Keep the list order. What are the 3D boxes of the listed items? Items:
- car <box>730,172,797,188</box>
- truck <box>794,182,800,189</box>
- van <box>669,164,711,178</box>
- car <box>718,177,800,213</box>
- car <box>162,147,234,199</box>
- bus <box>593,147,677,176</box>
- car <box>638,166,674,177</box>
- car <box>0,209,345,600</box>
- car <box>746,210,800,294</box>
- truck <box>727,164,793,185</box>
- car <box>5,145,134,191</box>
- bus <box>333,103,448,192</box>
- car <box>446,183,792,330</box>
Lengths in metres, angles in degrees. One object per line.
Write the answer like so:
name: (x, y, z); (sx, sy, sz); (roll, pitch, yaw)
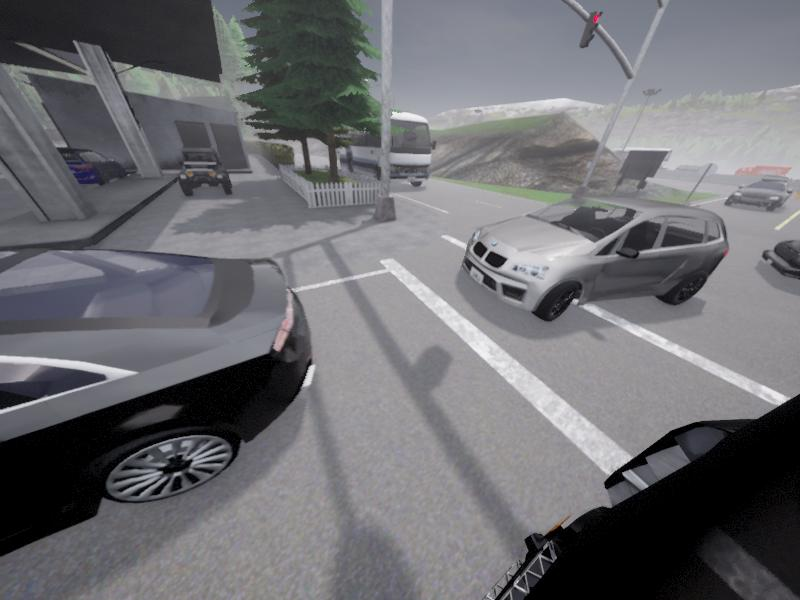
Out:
car: (52.001, -17.299, 33.211); (1.837, 1.490, 4.892); (-16, 37, -26)
truck: (58.700, -15.514, 28.951); (2.891, 3.827, 8.468); (-16, 38, -26)
van: (56.081, -25.077, 44.821); (1.775, 1.987, 4.442); (-16, 38, -26)
car: (22.676, -6.670, 14.452); (4.974, 1.542, 2.038); (-16, 38, -26)
car: (-9.889, -6.548, 11.698); (1.905, 1.878, 3.866); (-16, 38, -26)
bus: (46.360, -27.887, 46.221); (3.944, 4.253, 10.273); (-16, 38, -26)
car: (46.071, -23.209, 41.665); (1.970, 1.475, 3.806); (-16, 38, -26)
car: (-3.112, 0.675, 1.331); (4.902, 1.511, 2.128); (-16, 38, -26)
car: (11.061, -0.193, 4.017); (5.357, 1.411, 2.033); (29, 41, 34)
truck: (60.238, -21.139, 38.776); (2.627, 2.467, 5.204); (-16, 38, -26)
car: (-16.967, -7.158, 12.353); (2.242, 1.667, 4.611); (-16, 38, -26)
bus: (-1.471, -11.551, 17.759); (3.944, 4.253, 10.273); (-16, 38, -26)
car: (3.606, -1.047, 4.410); (4.611, 1.667, 2.242); (-5, 34, -14)
